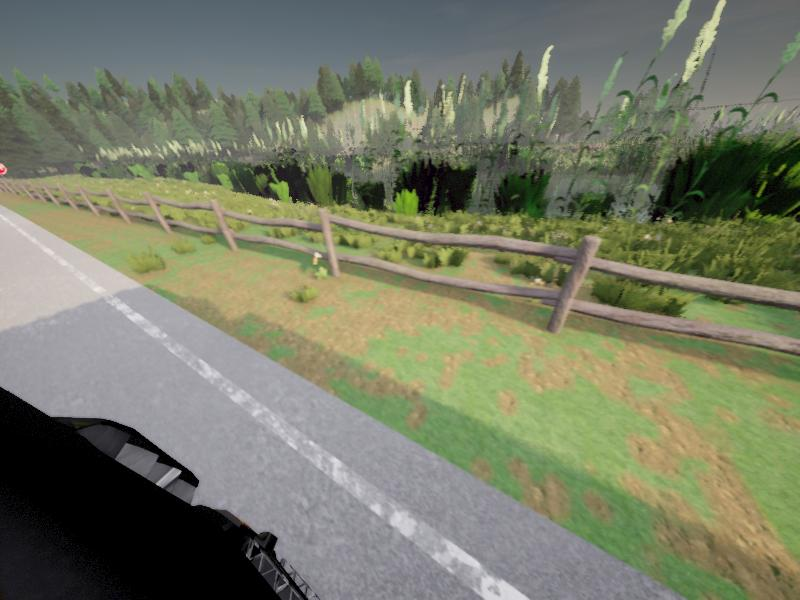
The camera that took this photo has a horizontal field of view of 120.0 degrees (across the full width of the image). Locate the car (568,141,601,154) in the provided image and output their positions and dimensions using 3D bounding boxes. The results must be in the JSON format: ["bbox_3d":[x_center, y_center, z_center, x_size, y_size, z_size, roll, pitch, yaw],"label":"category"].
[{"bbox_3d":[34.986,-29.038,43.976,4.553,1.767,2.097,18,38,28],"label":"car"}]

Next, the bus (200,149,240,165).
[{"bbox_3d":[-60.531,-48.293,77.889,10.273,4.253,3.944,6,34,12],"label":"bus"}]
